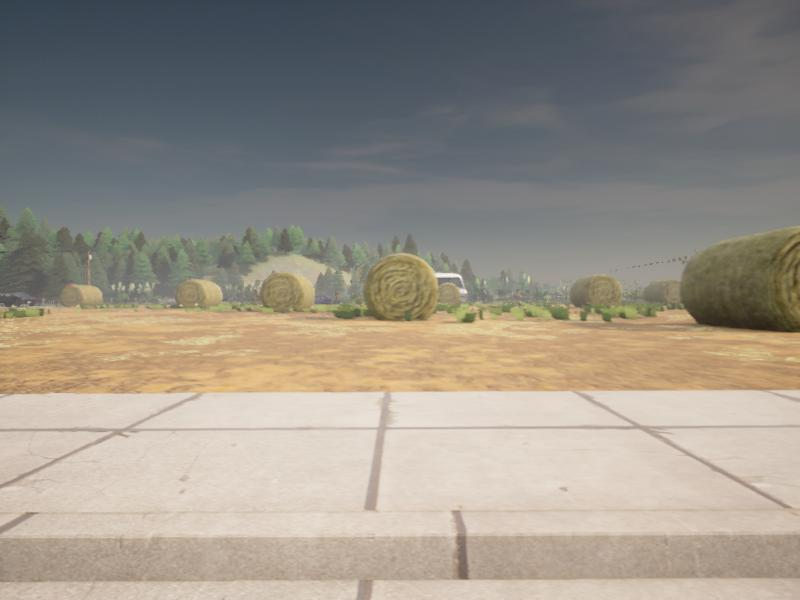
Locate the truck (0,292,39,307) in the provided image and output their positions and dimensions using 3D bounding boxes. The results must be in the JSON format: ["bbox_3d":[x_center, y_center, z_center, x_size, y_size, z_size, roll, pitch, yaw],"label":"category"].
[{"bbox_3d":[-55.212,-0.039,56.926,6.274,2.098,2.390,0,0,11],"label":"truck"}]

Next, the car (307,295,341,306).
[{"bbox_3d":[-10.359,0.062,54.518,4.193,1.474,1.816,0,0,4],"label":"car"}]

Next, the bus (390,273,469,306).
[{"bbox_3d":[3.895,-1.394,53.665,10.273,4.253,3.944,0,0,4],"label":"bus"}]

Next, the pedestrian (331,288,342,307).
[{"bbox_3d":[-6.534,-0.266,41.072,0.751,1.860,0.751,0,0,45],"label":"pedestrian"}]

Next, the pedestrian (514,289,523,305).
[{"bbox_3d":[13.990,-0.395,47.297,0.751,1.860,0.751,0,0,-5],"label":"pedestrian"}]
